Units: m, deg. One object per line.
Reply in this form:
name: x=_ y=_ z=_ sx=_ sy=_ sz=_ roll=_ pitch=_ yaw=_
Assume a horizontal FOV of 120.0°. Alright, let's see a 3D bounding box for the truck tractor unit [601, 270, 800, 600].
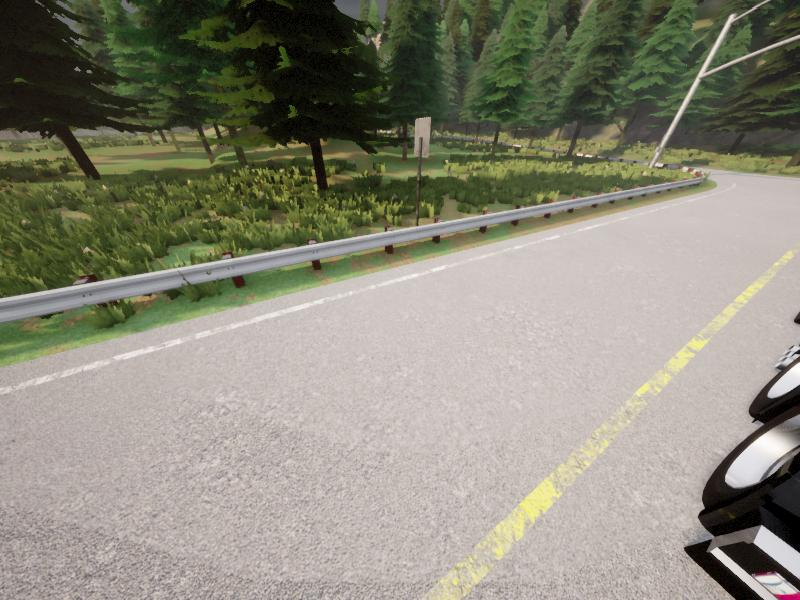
truck tractor unit: x=5.120 y=-0.292 z=0.768 sx=6.516 sy=4.208 sz=3.053 roll=-18 pitch=39 yaw=-24
